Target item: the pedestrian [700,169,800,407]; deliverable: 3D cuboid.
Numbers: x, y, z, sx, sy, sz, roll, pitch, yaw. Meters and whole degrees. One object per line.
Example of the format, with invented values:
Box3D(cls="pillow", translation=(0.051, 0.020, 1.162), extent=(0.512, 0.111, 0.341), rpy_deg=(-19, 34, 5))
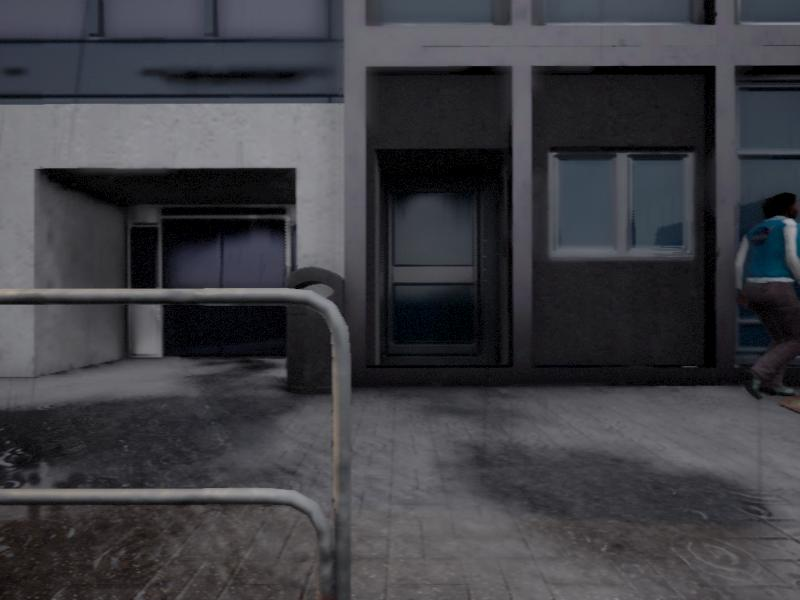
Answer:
Box3D(cls="pedestrian", translation=(3.266, -0.092, 3.487), extent=(0.751, 1.860, 0.751), rpy_deg=(0, 0, 3))
